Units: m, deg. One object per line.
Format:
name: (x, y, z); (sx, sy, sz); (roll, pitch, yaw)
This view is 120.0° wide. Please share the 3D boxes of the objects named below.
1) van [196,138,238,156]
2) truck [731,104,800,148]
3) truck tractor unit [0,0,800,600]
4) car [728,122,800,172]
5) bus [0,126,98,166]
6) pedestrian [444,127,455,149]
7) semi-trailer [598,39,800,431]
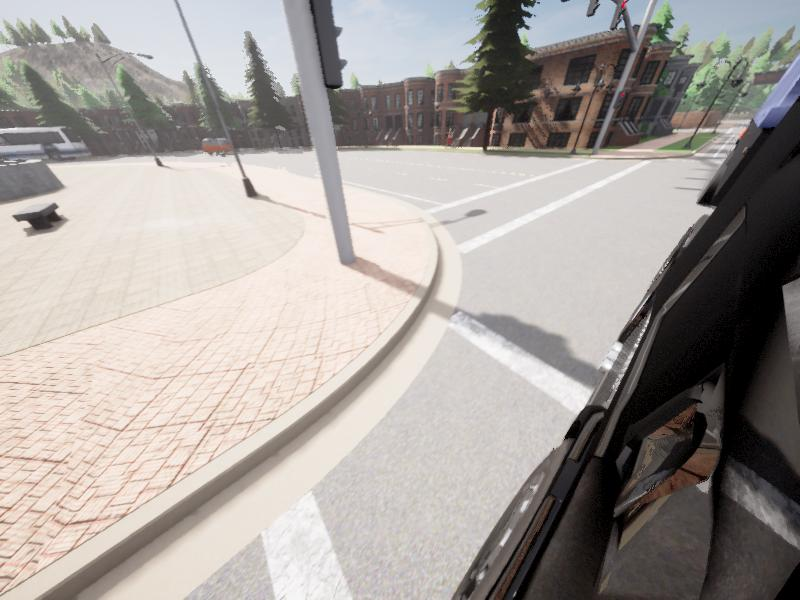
van: (-26.281, -21.996, 33.216); (4.442, 1.987, 1.775); (7, 37, 13)
truck: (28.865, -13.509, 17.888); (5.204, 2.467, 2.627); (-28, 44, -30)
truck tractor unit: (2.645, -0.295, 0.351); (6.516, 4.208, 3.053); (-28, 44, -30)
car: (18.562, -7.690, 11.437); (5.238, 1.638, 1.930); (-28, 43, -30)
bus: (-54.762, -23.010, 34.488); (10.273, 4.253, 3.944); (-16, 39, -17)
pedestrian: (5.299, -17.300, 24.713); (0.751, 1.860, 0.751); (-29, 44, -31)
semi-trailer: (8.697, -3.597, 4.241); (14.254, 4.402, 2.717); (-28, 43, -30)
